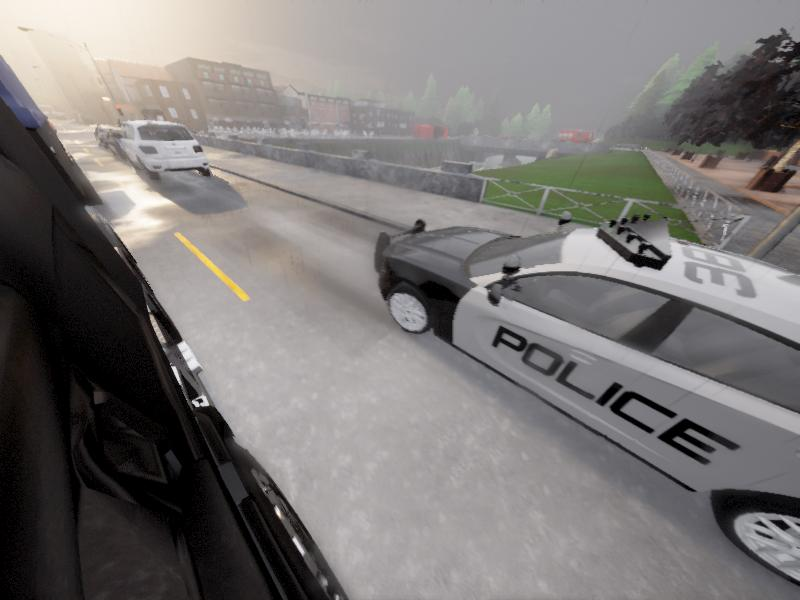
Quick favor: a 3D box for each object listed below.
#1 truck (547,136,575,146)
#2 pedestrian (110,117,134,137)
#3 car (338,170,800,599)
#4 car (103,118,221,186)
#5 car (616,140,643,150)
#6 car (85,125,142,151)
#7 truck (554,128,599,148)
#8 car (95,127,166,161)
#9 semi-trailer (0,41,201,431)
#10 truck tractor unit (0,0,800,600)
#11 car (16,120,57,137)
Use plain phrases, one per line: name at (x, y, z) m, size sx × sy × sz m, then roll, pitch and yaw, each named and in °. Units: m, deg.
truck at (46.995, -46.577, 67.535) m, size 6.274 × 2.098 × 2.390 m, roll 28°, pitch 43°, yaw 30°
pedestrian at (-33.126, -20.636, 27.558) m, size 0.751 × 1.860 × 0.751 m, roll 1°, pitch 37°, yaw -2°
car at (1.837, 0.017, 2.378) m, size 5.238 × 1.638 × 1.930 m, roll 30°, pitch 44°, yaw 31°
car at (-10.911, -6.908, 10.553) m, size 5.566 × 2.045 × 2.150 m, roll 28°, pitch 43°, yaw 30°
car at (59.149, -40.040, 59.699) m, size 4.605 × 1.855 × 1.932 m, roll 28°, pitch 43°, yaw 30°
car at (-23.450, -13.280, 18.878) m, size 5.357 × 1.411 × 2.033 m, roll 28°, pitch 43°, yaw 30°
truck at (47.546, -43.879, 62.490) m, size 8.468 × 3.827 × 2.891 m, roll 28°, pitch 43°, yaw 30°
car at (-17.449, -10.159, 14.947) m, size 4.514 × 1.525 × 2.007 m, roll 28°, pitch 43°, yaw 30°
semi-trailer at (-8.703, -3.592, 4.236) m, size 14.254 × 4.402 × 2.717 m, roll 28°, pitch 43°, yaw 30°
truck tractor unit at (-2.645, -0.295, 0.351) m, size 6.516 × 4.208 × 3.053 m, roll 28°, pitch 44°, yaw 30°
car at (-39.755, -18.784, 25.336) m, size 4.718 × 1.301 × 1.895 m, roll 28°, pitch 43°, yaw 30°
